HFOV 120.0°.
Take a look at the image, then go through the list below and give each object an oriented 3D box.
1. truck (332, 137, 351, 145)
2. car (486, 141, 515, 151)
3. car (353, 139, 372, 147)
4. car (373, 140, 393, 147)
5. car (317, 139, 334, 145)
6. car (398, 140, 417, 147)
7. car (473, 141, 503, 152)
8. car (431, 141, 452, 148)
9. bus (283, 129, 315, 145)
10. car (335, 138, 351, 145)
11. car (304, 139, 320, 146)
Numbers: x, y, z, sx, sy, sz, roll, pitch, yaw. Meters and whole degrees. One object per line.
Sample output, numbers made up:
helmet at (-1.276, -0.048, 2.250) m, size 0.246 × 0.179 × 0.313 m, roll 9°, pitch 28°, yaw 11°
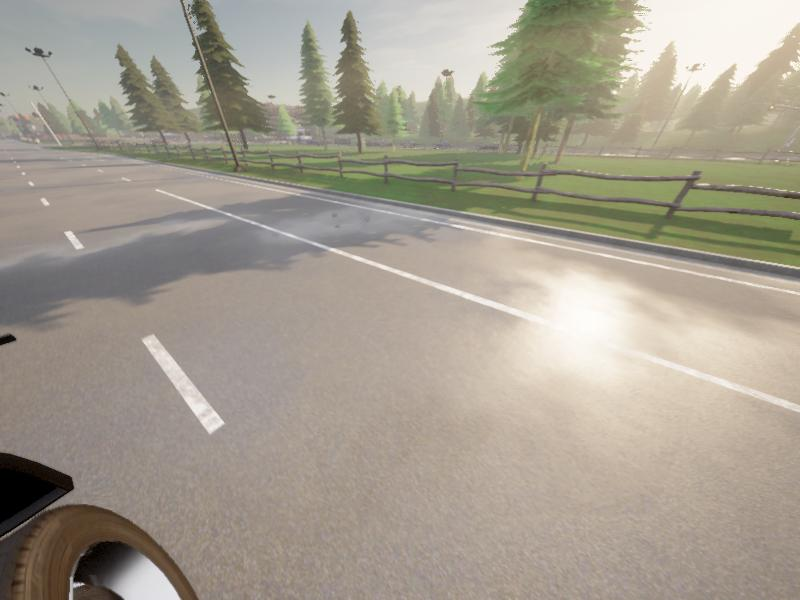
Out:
truck at (-19.828, -53.770, 78.100) m, size 6.274 × 2.098 × 2.390 m, roll 22°, pitch 41°, yaw 28°
car at (22.010, -33.920, 50.801) m, size 5.366 × 1.575 × 1.801 m, roll 22°, pitch 41°, yaw 28°
car at (-10.024, -42.155, 62.126) m, size 4.856 × 1.649 × 2.033 m, roll 22°, pitch 41°, yaw 28°
car at (-4.618, -42.382, 62.545) m, size 4.974 × 1.542 × 2.038 m, roll 22°, pitch 41°, yaw 28°
car at (-23.741, -50.249, 73.477) m, size 5.238 × 1.638 × 1.930 m, roll 22°, pitch 41°, yaw 28°
car at (2.130, -44.550, 65.677) m, size 4.974 × 1.542 × 2.038 m, roll 22°, pitch 41°, yaw 28°
car at (17.640, -30.793, 46.295) m, size 5.027 × 1.651 × 2.152 m, roll 22°, pitch 41°, yaw 28°
car at (10.883, -40.936, 60.682) m, size 5.008 × 1.535 × 1.882 m, roll 22°, pitch 41°, yaw 28°
bus at (-34.409, -55.611, 78.715) m, size 10.273 × 4.253 × 3.944 m, roll 22°, pitch 41°, yaw 28°
car at (-18.135, -50.513, 73.699) m, size 4.605 × 1.855 × 1.932 m, roll 22°, pitch 41°, yaw 28°
car at (-27.622, -49.297, 72.255) m, size 4.514 × 1.525 × 2.007 m, roll 22°, pitch 41°, yaw 28°
